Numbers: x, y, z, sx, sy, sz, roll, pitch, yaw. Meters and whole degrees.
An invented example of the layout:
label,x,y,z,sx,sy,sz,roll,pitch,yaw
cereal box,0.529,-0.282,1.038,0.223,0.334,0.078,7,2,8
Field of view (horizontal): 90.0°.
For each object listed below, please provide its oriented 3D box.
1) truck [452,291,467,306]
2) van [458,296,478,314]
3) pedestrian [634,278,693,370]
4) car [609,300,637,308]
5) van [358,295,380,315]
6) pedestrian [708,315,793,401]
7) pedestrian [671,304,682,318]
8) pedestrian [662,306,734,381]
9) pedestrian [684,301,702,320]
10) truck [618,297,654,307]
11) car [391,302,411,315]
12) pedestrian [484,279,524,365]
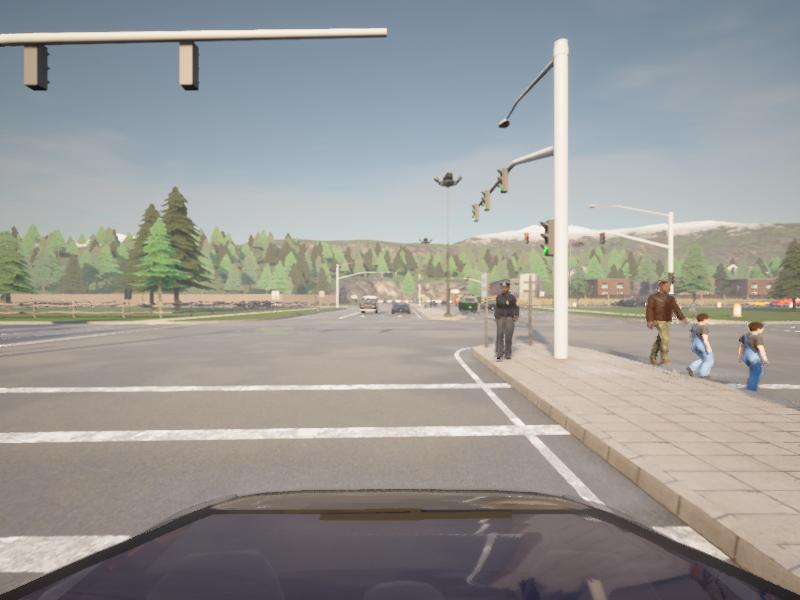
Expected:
label,x,y,z,sx,sy,sz,roll,pitch,yaw
truck,15.693,-0.392,106.576,2.891,3.827,8.468,0,0,1
van,8.159,0.569,48.434,1.775,1.987,4.442,0,0,1
pedestrian,5.587,0.489,8.520,0.751,1.860,0.751,0,0,-3
car,49.467,0.864,88.680,5.027,1.651,2.152,0,0,0
van,-3.376,0.547,44.481,2.069,2.038,4.480,0,0,1
pedestrian,5.721,0.913,6.572,0.751,1.300,0.751,0,0,4
pedestrian,22.134,0.844,32.012,0.500,1.100,0.500,0,0,-2
pedestrian,5.410,0.760,7.300,0.751,1.300,0.751,0,0,0
pedestrian,21.204,0.746,28.987,0.751,1.300,0.751,0,0,4
truck,50.123,0.484,85.181,6.274,2.098,2.390,0,0,0
car,0.108,0.881,42.811,1.994,1.385,4.181,0,0,1
pedestrian,2.411,0.479,9.229,0.751,1.860,0.751,0,0,26
